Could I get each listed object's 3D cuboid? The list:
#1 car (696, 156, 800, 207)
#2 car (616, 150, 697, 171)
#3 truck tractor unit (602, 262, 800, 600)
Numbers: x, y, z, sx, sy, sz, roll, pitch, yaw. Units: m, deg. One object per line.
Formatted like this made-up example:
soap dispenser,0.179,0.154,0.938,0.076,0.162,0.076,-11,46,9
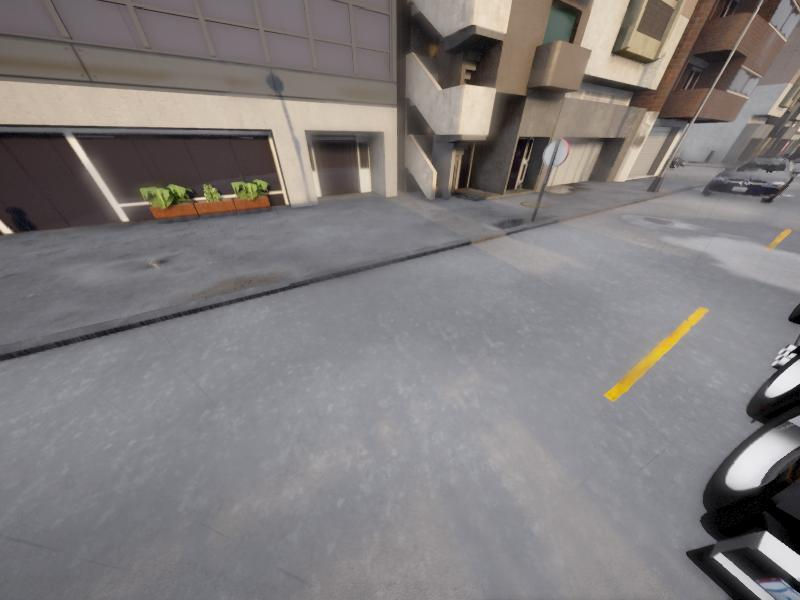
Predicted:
car,17.152,-5.886,11.155,5.027,1.651,2.152,-19,39,-26
car,24.840,-13.783,22.660,1.837,1.490,4.892,-14,37,-20
truck tractor unit,5.107,-0.305,0.786,6.516,4.208,3.053,-18,39,-24
